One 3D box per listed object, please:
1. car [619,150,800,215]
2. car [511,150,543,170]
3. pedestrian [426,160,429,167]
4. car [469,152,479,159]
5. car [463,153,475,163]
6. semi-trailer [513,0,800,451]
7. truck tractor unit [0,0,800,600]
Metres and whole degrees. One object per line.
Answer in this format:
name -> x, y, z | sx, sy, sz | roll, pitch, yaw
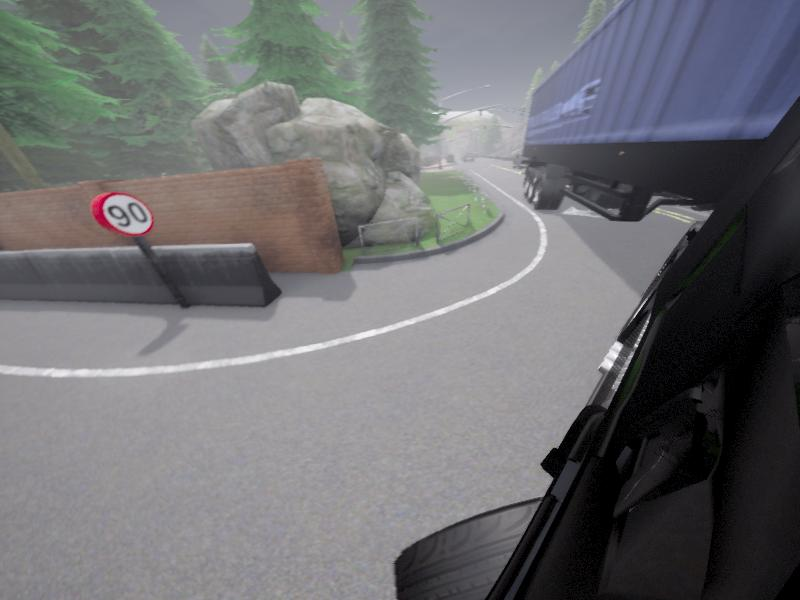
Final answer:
car -> 10.023, -4.041, 7.654 | 1.994, 1.385, 4.181 | 1, 32, 10
car -> 13.288, -14.799, 24.350 | 1.789, 1.549, 3.705 | 1, 31, 10
pedestrian -> 5.581, -27.289, 46.181 | 0.500, 1.100, 0.500 | -5, 32, 0
car -> 21.924, -42.914, 68.510 | 2.163, 1.488, 4.792 | 1, 32, 10
car -> 14.564, -30.282, 49.117 | 2.033, 1.649, 4.856 | 1, 32, 10
semi-trailer -> 5.723, -4.422, 6.089 | 2.717, 4.402, 14.254 | 6, 34, 16
truck tractor unit -> 2.645, -0.295, 0.351 | 6.516, 4.208, 3.053 | -28, 44, -30
